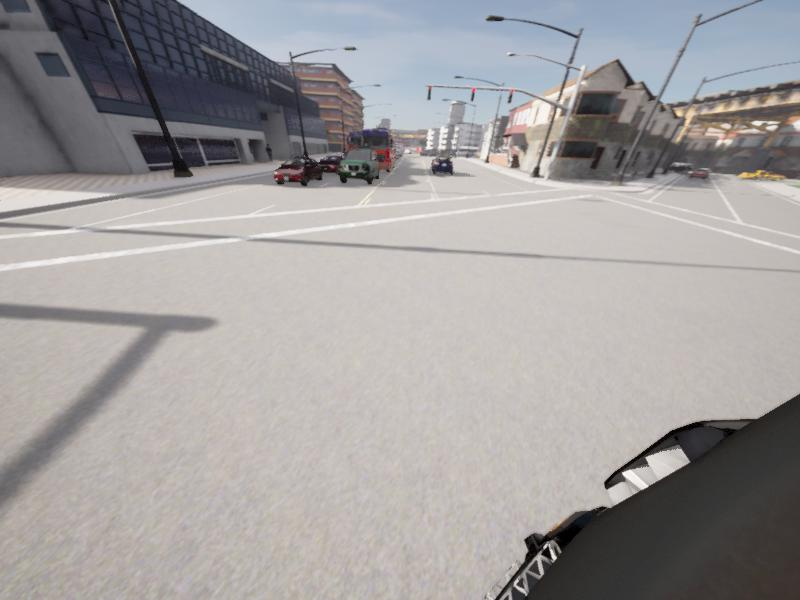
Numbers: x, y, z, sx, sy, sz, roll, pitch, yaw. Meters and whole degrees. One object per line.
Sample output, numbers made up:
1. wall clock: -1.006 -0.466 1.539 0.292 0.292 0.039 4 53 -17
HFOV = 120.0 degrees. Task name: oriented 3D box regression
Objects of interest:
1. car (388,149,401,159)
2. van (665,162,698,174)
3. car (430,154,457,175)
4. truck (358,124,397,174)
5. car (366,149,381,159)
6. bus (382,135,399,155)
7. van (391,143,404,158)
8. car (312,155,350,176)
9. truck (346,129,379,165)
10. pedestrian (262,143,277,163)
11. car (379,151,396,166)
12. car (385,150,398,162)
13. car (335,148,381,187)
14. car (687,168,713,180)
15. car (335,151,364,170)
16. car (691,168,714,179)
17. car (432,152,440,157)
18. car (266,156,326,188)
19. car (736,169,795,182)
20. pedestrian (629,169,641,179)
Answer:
1. car: -0.975 -27.345 43.212 1.970 1.475 3.806 4 34 2
2. van: 67.733 -31.822 55.677 2.069 2.038 4.480 4 33 2
3. car: 4.725 -15.178 25.748 2.242 1.667 4.611 4 34 2
4. truck: -2.125 -16.385 25.149 2.891 3.827 8.468 4 34 2
5. car: -4.628 -26.157 41.338 1.994 1.385 4.181 3 35 1
6. bus: -2.625 -43.794 65.758 3.944 4.253 10.273 4 32 2
7. van: -0.516 -31.817 49.020 2.351 2.431 6.366 4 34 2
8. car: -6.112 -12.306 21.031 1.994 1.385 4.181 4 34 3
9. truck: -5.116 -22.205 33.449 2.891 3.827 8.468 4 35 2
10. pedestrian: -14.530 -16.361 25.745 0.751 1.860 0.751 -1 33 -5
11. car: -1.706 -20.292 33.003 1.812 1.442 4.674 4 35 2
12. car: -1.357 -23.837 38.107 1.816 1.474 4.193 4 35 2
13. car: -2.811 -9.926 17.035 2.150 2.045 5.566 4 33 2
14. car: 48.429 -20.367 37.279 3.806 1.475 1.970 -23 41 -34
15. car: -5.698 -16.228 26.721 2.038 1.542 4.974 4 34 2
16. car: 52.949 -22.236 40.461 3.806 1.475 1.970 -24 41 -34
17. car: 11.890 -48.123 76.446 1.994 1.385 4.181 4 32 2
18. car: -6.511 -8.474 15.097 1.816 1.474 4.193 4 33 2
19. car: 64.665 -22.131 41.036 5.366 1.575 1.801 16 36 19
20. pedestrian: 29.080 -15.595 28.603 0.500 1.100 0.500 -22 41 -33
